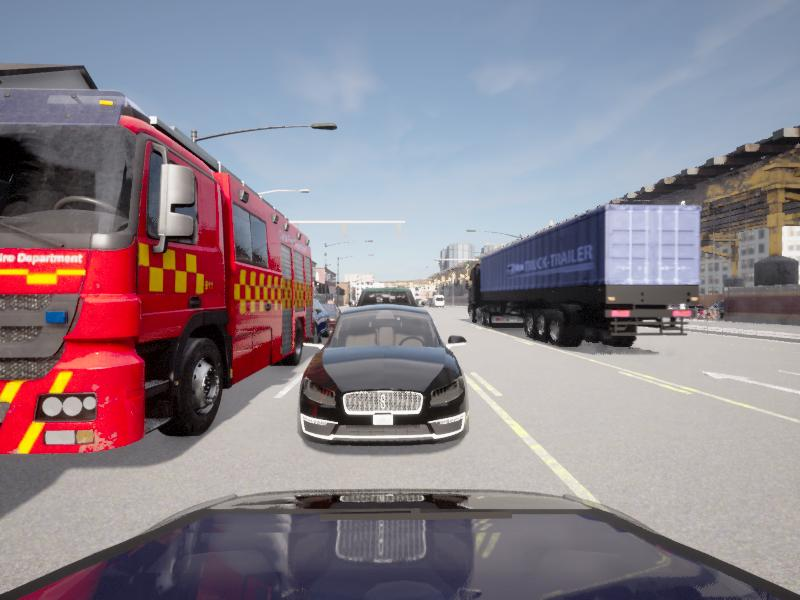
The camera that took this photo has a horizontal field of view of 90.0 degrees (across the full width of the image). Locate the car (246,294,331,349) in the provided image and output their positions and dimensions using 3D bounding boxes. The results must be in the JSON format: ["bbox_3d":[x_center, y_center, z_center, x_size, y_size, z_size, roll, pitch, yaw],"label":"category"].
[{"bbox_3d":[-3.999,0.694,15.235,2.097,1.767,4.553,0,0,-2],"label":"car"}]

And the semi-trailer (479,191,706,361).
[{"bbox_3d":[6.442,-0.620,17.551,2.717,4.402,14.254,0,0,-2],"label":"semi-trailer"}]

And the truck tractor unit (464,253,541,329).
[{"bbox_3d":[6.192,-0.524,25.461,3.053,4.208,6.516,0,0,-2],"label":"truck tractor unit"}]

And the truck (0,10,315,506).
[{"bbox_3d":[-3.763,-0.320,7.296,2.891,3.827,8.468,0,0,-2],"label":"truck"}]

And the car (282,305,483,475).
[{"bbox_3d":[-0.220,0.845,6.104,1.837,1.490,4.892,0,0,-2],"label":"car"}]

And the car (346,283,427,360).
[{"bbox_3d":[-0.444,0.568,13.466,2.150,2.045,5.566,0,0,-2],"label":"car"}]

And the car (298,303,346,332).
[{"bbox_3d":[-4.249,0.897,22.560,2.033,1.411,5.357,0,0,-4],"label":"car"}]
